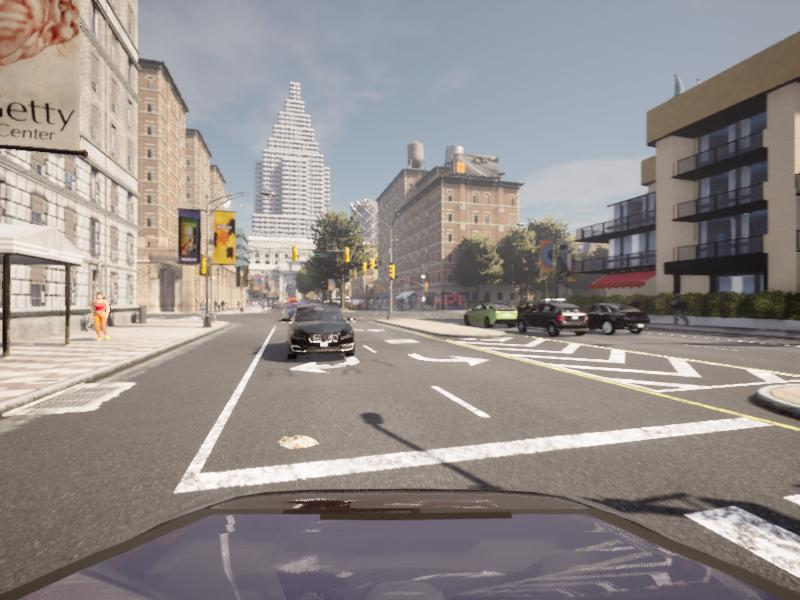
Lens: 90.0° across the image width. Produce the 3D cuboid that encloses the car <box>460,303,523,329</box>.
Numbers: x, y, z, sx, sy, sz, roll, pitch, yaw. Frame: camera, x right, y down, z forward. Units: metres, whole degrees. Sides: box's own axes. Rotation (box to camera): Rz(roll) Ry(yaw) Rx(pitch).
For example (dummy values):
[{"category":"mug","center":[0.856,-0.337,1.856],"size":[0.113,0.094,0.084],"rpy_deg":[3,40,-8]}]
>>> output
[{"category":"car","center":[5.711,0.953,25.626],"size":[2.007,1.525,4.514],"rpy_deg":[0,0,-16]}]

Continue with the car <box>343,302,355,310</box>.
[{"category":"car","center":[-11.068,1.235,85.900],"size":[1.801,1.575,5.366],"rpy_deg":[0,0,-16]}]

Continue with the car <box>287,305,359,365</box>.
[{"category":"car","center":[-2.644,0.910,12.791],"size":[1.837,1.490,4.892],"rpy_deg":[0,0,-16]}]

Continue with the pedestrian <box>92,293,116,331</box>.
[{"category":"pedestrian","center":[-14.984,0.589,20.256],"size":[0.751,1.860,0.751],"rpy_deg":[0,0,-13]}]

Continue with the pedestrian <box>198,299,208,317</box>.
[{"category":"pedestrian","center":[-21.115,0.850,42.885],"size":[0.751,1.860,0.751],"rpy_deg":[0,0,-14]}]

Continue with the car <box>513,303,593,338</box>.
[{"category":"car","center":[7.377,0.911,19.672],"size":[1.789,1.549,3.705],"rpy_deg":[0,0,-16]}]

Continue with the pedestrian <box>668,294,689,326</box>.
[{"category":"pedestrian","center":[16.929,0.601,24.330],"size":[0.751,1.860,0.751],"rpy_deg":[0,0,-18]}]

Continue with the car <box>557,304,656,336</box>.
[{"category":"car","center":[10.618,0.947,21.080],"size":[1.837,1.490,4.892],"rpy_deg":[0,0,-16]}]

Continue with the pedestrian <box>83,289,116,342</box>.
[{"category":"pedestrian","center":[-10.906,0.561,14.546],"size":[0.751,1.860,0.751],"rpy_deg":[0,0,-19]}]

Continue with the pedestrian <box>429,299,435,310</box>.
[{"category":"pedestrian","center":[5.507,0.815,68.725],"size":[0.751,1.860,0.751],"rpy_deg":[0,0,-12]}]

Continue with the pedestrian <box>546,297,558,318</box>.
[{"category":"pedestrian","center":[13.949,0.661,36.665],"size":[0.751,1.860,0.751],"rpy_deg":[0,0,-11]}]

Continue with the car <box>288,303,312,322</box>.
[{"category":"car","center":[-8.752,0.994,34.722],"size":[1.882,1.535,5.008],"rpy_deg":[0,0,-16]}]

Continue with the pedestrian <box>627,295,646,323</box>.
[{"category":"pedestrian","center":[15.844,0.613,26.819],"size":[0.751,1.860,0.751],"rpy_deg":[0,0,-12]}]

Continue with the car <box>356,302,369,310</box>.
[{"category":"car","center":[-8.359,1.352,89.214],"size":[2.152,1.651,5.027],"rpy_deg":[0,0,-16]}]

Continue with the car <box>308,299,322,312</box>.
[{"category":"car","center":[-14.762,0.908,69.348],"size":[2.150,2.045,5.566],"rpy_deg":[0,0,-16]}]

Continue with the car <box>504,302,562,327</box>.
[{"category":"car","center":[8.914,0.920,27.211],"size":[1.851,1.617,3.988],"rpy_deg":[0,0,-16]}]
